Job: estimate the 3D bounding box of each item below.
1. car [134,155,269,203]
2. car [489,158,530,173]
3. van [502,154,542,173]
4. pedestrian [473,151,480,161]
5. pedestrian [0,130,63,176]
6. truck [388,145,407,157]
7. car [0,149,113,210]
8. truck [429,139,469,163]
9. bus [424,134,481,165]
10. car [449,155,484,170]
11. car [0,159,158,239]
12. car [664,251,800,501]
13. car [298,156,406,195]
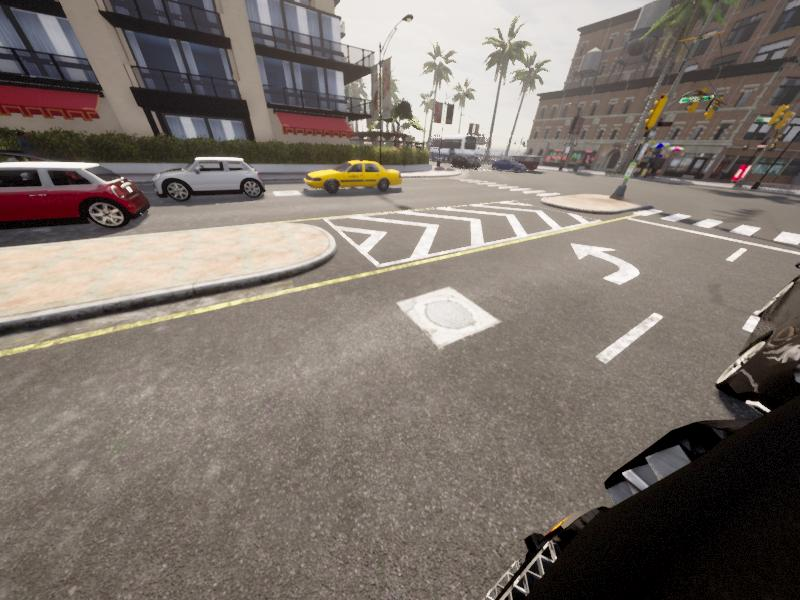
[{"bbox_3d":[-8.044,-5.240,9.882,3.806,1.475,1.970,-16,38,-26],"label":"car"},{"bbox_3d":[14.494,-17.980,30.828,1.812,1.442,4.674,-16,38,-26],"label":"car"},{"bbox_3d":[17.185,-19.412,32.703,1.775,1.987,4.442,-16,38,-26],"label":"van"},{"bbox_3d":[17.865,-33.546,53.830,0.751,1.860,0.751,-13,37,-22],"label":"pedestrian"},{"bbox_3d":[-18.141,-7.218,11.417,0.751,1.860,0.751,-16,38,-26],"label":"pedestrian"},{"bbox_3d":[-0.719,-41.054,63.469,2.627,2.467,5.204,-19,39,-29],"label":"truck"},{"bbox_3d":[-12.714,-3.908,7.446,3.705,1.549,1.789,-16,38,-26],"label":"car"},{"bbox_3d":[9.935,-31.253,48.313,2.891,3.827,8.468,-16,38,-26],"label":"truck"},{"bbox_3d":[9.306,-28.068,43.076,3.944,4.253,10.273,-16,38,-26],"label":"bus"},{"bbox_3d":[9.150,-19.280,32.300,2.007,1.525,4.514,-14,37,-24],"label":"car"},{"bbox_3d":[-9.272,-2.632,5.861,3.806,1.475,1.970,-16,38,-26],"label":"car"},{"bbox_3d":[5.408,0.457,2.307,4.902,1.511,2.128,-16,38,-26],"label":"car"},{"bbox_3d":[-2.468,-6.914,12.737,5.366,1.575,1.801,-16,38,-26],"label":"car"}]
